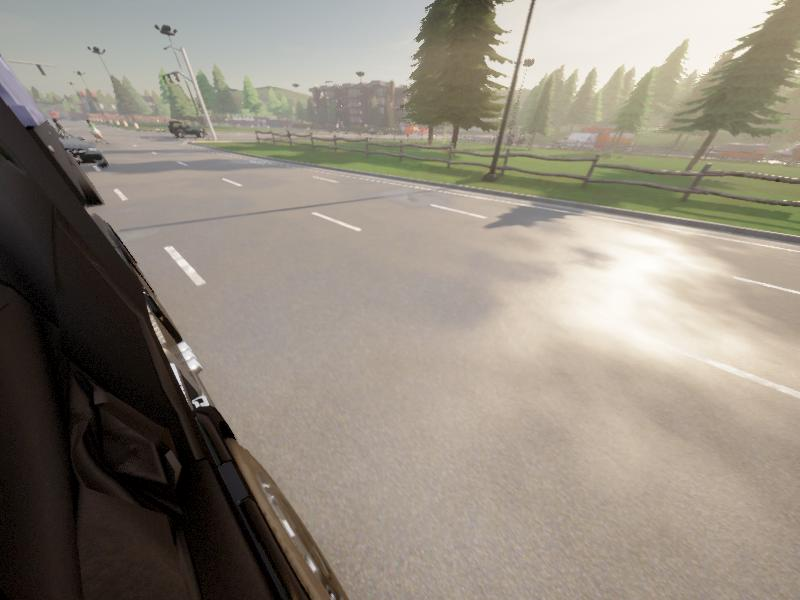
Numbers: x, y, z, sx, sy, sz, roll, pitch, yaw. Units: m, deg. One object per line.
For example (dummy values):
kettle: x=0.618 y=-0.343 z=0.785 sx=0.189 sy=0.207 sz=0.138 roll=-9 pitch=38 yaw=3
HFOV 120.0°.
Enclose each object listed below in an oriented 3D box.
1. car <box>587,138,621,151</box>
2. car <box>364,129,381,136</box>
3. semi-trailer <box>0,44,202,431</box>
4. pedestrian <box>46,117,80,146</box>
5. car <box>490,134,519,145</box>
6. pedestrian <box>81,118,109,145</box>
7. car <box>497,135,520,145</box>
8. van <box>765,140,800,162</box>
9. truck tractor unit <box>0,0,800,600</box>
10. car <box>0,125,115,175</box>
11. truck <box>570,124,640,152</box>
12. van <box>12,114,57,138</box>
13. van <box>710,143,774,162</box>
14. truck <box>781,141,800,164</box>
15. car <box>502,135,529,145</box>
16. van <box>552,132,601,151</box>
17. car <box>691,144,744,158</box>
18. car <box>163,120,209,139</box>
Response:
car: x=39.482 y=-30.264 z=44.848 sx=4.553 sy=1.767 sz=2.097 roll=28 pitch=44 yaw=30
car: x=-7.833 y=-47.673 z=65.747 sx=1.837 sy=1.490 sz=4.892 roll=28 pitch=44 yaw=30
semi-trailer: x=-8.705 y=-3.578 z=4.250 sx=14.254 sy=4.402 sz=2.717 roll=28 pitch=44 yaw=30
pedestrian: x=-27.736 y=-13.838 z=19.021 sx=0.751 sy=1.860 sz=0.751 roll=26 pitch=43 yaw=28
car: x=22.117 y=-33.965 z=48.973 sx=4.856 sy=1.649 sz=2.033 roll=28 pitch=44 yaw=30
pedestrian: x=-27.253 y=-15.053 z=20.673 sx=0.751 sy=1.860 sz=0.751 roll=-28 pitch=46 yaw=-34
car: x=24.078 y=-35.658 z=51.362 sx=3.988 sy=1.617 sz=1.851 roll=28 pitch=44 yaw=30
van: x=60.597 y=-22.077 z=34.413 sx=5.915 sy=2.561 sz=1.988 roll=28 pitch=44 yaw=30
truck tractor unit: x=-2.645 y=-0.295 z=0.351 sx=6.516 sy=4.208 sz=3.053 roll=28 pitch=44 yaw=30
car: x=-17.089 y=-7.519 z=11.400 sx=5.027 sy=1.651 sz=2.152 roll=21 pitch=41 yaw=23
truck: x=37.091 y=-29.631 z=42.170 sx=8.468 sy=3.827 sz=2.891 roll=28 pitch=44 yaw=30
van: x=-39.436 y=-18.862 z=25.027 sx=4.442 sy=1.987 sz=1.775 roll=28 pitch=44 yaw=30
van: x=47.410 y=-20.634 z=32.239 sx=4.442 sy=1.987 sz=1.775 roll=27 pitch=43 yaw=30
truck: x=57.107 y=-18.962 z=29.007 sx=8.468 sy=3.827 sz=2.891 roll=28 pitch=44 yaw=30
car: x=26.646 y=-37.034 z=53.335 sx=5.027 sy=1.651 sz=2.152 roll=28 pitch=44 yaw=30
van: x=32.062 y=-28.993 z=42.205 sx=6.366 sy=2.431 sz=2.351 roll=28 pitch=44 yaw=30
car: x=53.648 y=-25.373 z=39.264 sx=4.974 sy=1.542 sz=2.038 roll=28 pitch=44 yaw=30
car: x=-28.942 y=-23.070 z=31.322 sx=1.905 sy=1.878 sz=3.866 roll=28 pitch=44 yaw=30
